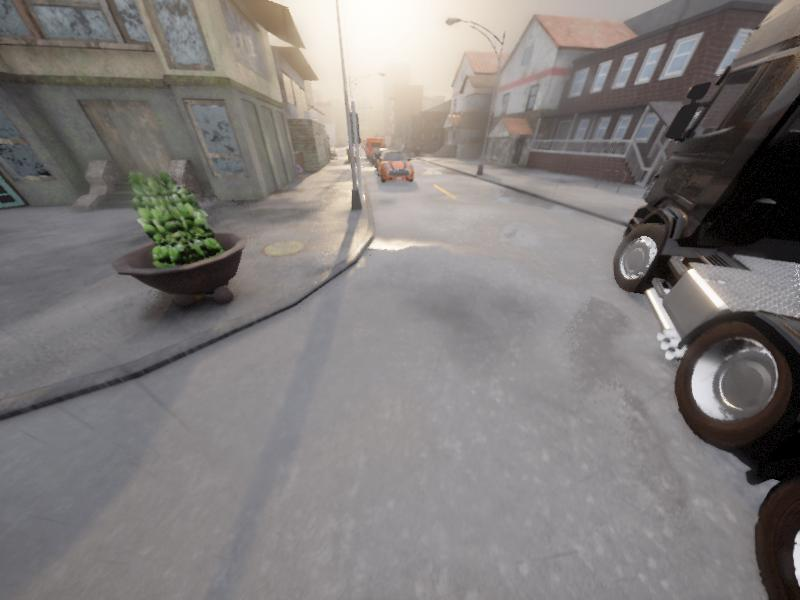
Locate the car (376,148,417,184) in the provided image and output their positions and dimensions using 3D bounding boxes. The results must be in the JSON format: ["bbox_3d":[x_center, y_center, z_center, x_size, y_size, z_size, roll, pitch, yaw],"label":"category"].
[{"bbox_3d":[-0.378,-9.264,15.811,2.097,1.767,4.553,-5,35,-7],"label":"car"}]

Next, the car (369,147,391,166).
[{"bbox_3d":[-2.361,-16.669,26.713,2.038,1.542,4.974,-5,35,-7],"label":"car"}]

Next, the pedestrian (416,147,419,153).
[{"bbox_3d":[3.376,-29.329,45.168,0.500,1.100,0.500,-6,35,-9],"label":"pedestrian"}]

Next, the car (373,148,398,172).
[{"bbox_3d":[-1.359,-12.896,21.209,1.851,1.617,3.988,-5,35,-7],"label":"car"}]

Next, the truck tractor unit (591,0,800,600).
[{"bbox_3d":[4.362,-0.719,1.378,3.053,4.208,6.516,17,39,23],"label":"truck tractor unit"}]
